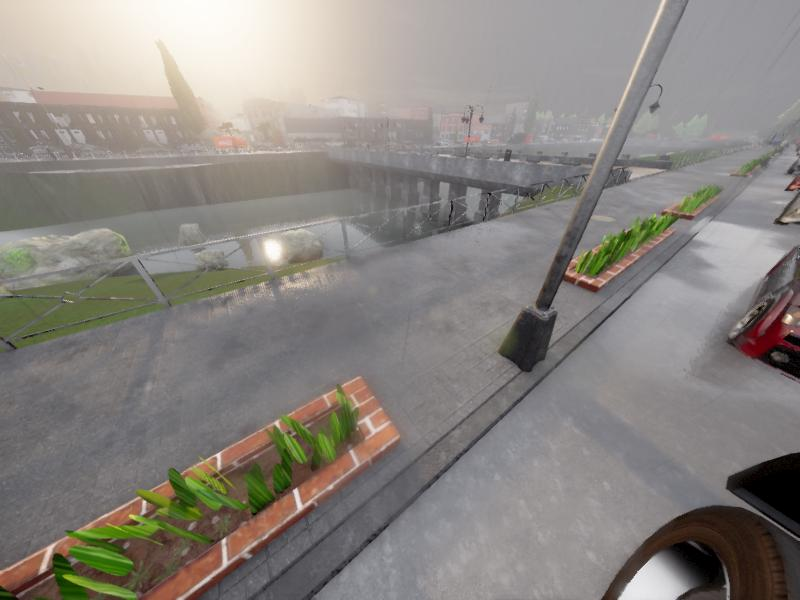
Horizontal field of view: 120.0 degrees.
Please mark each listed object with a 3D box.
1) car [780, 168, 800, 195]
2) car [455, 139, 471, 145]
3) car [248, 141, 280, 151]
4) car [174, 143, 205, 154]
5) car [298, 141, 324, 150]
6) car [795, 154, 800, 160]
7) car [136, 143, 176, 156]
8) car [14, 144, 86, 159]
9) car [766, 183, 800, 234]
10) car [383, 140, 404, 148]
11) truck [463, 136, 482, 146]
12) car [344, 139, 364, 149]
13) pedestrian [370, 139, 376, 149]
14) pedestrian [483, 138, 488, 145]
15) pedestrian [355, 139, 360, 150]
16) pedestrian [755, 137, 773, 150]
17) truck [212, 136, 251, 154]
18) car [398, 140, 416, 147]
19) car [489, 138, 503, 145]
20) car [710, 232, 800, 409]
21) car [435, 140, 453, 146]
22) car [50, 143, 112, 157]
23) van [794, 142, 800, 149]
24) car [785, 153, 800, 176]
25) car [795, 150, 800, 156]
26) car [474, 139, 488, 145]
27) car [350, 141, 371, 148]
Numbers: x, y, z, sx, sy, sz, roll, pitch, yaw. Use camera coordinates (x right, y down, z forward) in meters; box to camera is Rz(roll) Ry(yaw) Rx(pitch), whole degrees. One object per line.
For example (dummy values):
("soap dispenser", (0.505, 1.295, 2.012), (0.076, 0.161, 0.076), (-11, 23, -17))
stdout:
("car", (20.535, -5.971, 10.920), (4.514, 1.525, 2.007), (-21, 40, -27))
("car", (20.839, -52.545, 76.907), (5.238, 1.638, 1.930), (-22, 41, -28))
("car", (-28.430, -32.203, 48.379), (5.238, 1.638, 1.930), (-21, 40, -27))
("car", (-38.687, -27.936, 42.538), (3.806, 1.475, 1.970), (-21, 40, -26))
("car", (-20.360, -35.523, 53.045), (4.856, 1.649, 2.033), (-21, 40, -26))
("car", (45.320, -16.102, 25.123), (3.633, 1.501, 1.845), (-21, 40, -27))
("car", (-40.116, -24.910, 38.142), (3.988, 1.617, 1.851), (-21, 40, -26))
("car", (-49.334, -21.123, 32.802), (5.238, 1.638, 1.930), (-21, 40, -26))
("car", (13.281, -3.000, 6.753), (4.514, 1.525, 2.007), (-21, 40, -27))
("car", (-1.621, -40.359, 59.824), (5.366, 1.575, 1.801), (-22, 41, -28))
("truck", (23.161, -51.057, 74.015), (5.204, 2.467, 2.627), (-22, 41, -28))
("car", (-10.869, -36.878, 54.678), (3.866, 1.878, 1.905), (-22, 41, -27))
("pedestrian", (-5.907, -34.100, 50.511), (0.751, 1.860, 0.751), (10, 36, 14))
("pedestrian", (26.770, -49.606, 72.282), (0.751, 1.860, 0.751), (25, 42, 31))
("pedestrian", (-9.102, -33.424, 49.566), (0.751, 1.860, 0.751), (-9, 36, -12))
("pedestrian", (65.848, -28.298, 41.777), (0.751, 1.860, 0.751), (23, 41, 29))
("truck", (-31.179, -28.800, 42.864), (5.204, 2.467, 2.627), (-22, 41, -27))
("car", (2.090, -44.813, 66.149), (5.008, 1.535, 1.882), (-22, 41, -28))
("car", (33.258, -54.876, 80.000), (4.553, 1.767, 2.097), (-22, 41, -28))
("car", (6.001, 0.056, 2.628), (4.181, 1.385, 1.994), (-21, 40, -27))
("car", (12.951, -46.472, 68.386), (4.974, 1.542, 2.038), (-22, 41, -28))
("car", (-49.812, -23.562, 36.265), (5.238, 1.638, 1.930), (-22, 41, -28))
("van", (80.587, -31.029, 45.272), (6.366, 2.431, 2.351), (-22, 41, -28))
("car", (28.708, -9.477, 15.883), (4.193, 1.474, 1.816), (-23, 41, -29))
("car", (54.854, -20.049, 30.650), (5.008, 1.535, 1.882), (-21, 40, -27))
("car", (28.703, -55.709, 81.460), (4.892, 1.490, 1.837), (-22, 41, -28))
("car", (-10.072, -39.889, 59.186), (4.974, 1.542, 2.038), (-22, 41, -28))
